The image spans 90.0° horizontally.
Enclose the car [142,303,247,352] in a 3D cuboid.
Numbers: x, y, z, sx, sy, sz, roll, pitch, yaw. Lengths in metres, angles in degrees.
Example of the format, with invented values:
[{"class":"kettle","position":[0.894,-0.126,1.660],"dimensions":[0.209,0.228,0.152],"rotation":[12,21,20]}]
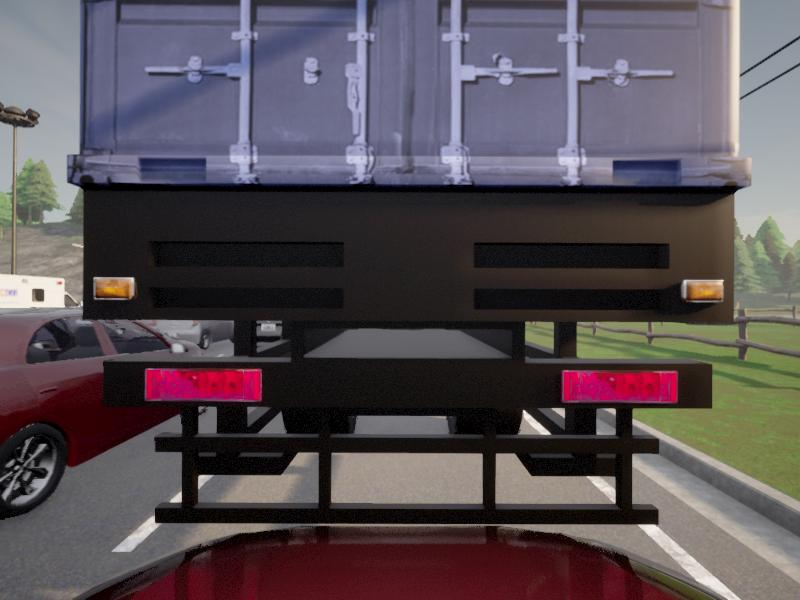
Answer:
[{"class":"car","position":[-6.987,0.859,14.072],"dimensions":[1.845,1.501,3.633],"rotation":[0,0,0]}]

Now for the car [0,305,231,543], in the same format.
[{"class":"car","position":[-3.498,0.822,4.249],"dimensions":[1.845,1.501,3.633],"rotation":[0,0,0]}]

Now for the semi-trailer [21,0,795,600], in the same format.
[{"class":"semi-trailer","position":[0.029,-0.590,8.542],"dimensions":[2.717,4.402,14.254],"rotation":[0,0,0]}]

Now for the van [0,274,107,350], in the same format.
[{"class":"van","position":[-13.985,0.389,14.318],"dimensions":[2.351,2.431,6.366],"rotation":[0,0,0]}]

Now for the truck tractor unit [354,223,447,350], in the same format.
[{"class":"truck tractor unit","position":[0.017,-0.448,16.454],"dimensions":[3.053,4.208,6.516],"rotation":[0,0,0]}]

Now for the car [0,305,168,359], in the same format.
[{"class":"car","position":[-10.486,0.914,13.643],"dimensions":[2.033,1.411,5.357],"rotation":[0,0,0]}]

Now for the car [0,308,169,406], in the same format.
[{"class":"car","position":[-6.997,0.895,7.654],"dimensions":[2.033,1.411,5.357],"rotation":[0,0,0]}]

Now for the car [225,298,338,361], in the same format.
[{"class":"car","position":[-3.491,0.794,12.877],"dimensions":[2.242,1.667,4.611],"rotation":[0,0,0]}]

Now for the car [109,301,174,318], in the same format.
[{"class":"car","position":[-24.943,0.941,38.785],"dimensions":[4.892,1.490,1.837],"rotation":[1,-3,-8]}]
